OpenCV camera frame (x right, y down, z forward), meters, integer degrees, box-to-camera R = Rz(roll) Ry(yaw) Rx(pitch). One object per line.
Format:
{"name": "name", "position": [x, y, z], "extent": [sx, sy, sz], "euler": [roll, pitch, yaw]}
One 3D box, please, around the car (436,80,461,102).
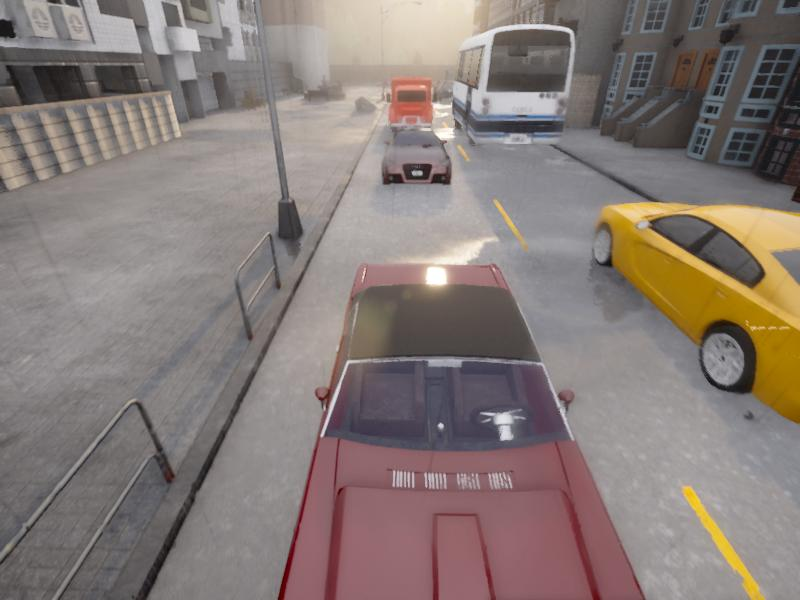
{"name": "car", "position": [4.861, -21.362, 40.716], "extent": [2.097, 1.767, 4.553], "euler": [0, 30, 1]}

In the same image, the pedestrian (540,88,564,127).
{"name": "pedestrian", "position": [8.379, -10.646, 22.091], "extent": [0.751, 1.860, 0.751], "euler": [16, 34, 25]}

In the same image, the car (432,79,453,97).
{"name": "car", "position": [4.874, -24.784, 46.726], "extent": [2.033, 1.649, 4.856], "euler": [1, 30, 1]}

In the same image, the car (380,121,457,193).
{"name": "car", "position": [0.468, -4.615, 12.523], "extent": [1.994, 1.385, 4.181], "euler": [0, 30, 0]}

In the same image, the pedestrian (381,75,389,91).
{"name": "pedestrian", "position": [-1.940, -28.921, 53.307], "extent": [0.751, 1.860, 0.751], "euler": [17, 34, 27]}

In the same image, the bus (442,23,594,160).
{"name": "bus", "position": [4.401, -9.748, 18.448], "extent": [3.944, 4.253, 10.273], "euler": [1, 31, 1]}

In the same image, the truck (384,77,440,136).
{"name": "truck", "position": [0.604, -10.594, 21.650], "extent": [2.627, 2.467, 5.204], "euler": [0, 30, 1]}

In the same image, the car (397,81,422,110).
{"name": "car", "position": [0.750, -16.792, 32.809], "extent": [1.905, 1.878, 3.866], "euler": [0, 30, 1]}

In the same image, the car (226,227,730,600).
{"name": "car", "position": [0.322, 0.861, 3.242], "extent": [1.895, 1.301, 4.718], "euler": [1, 30, 1]}

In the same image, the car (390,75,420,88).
{"name": "car", "position": [0.781, -34.710, 63.514], "extent": [4.553, 1.767, 2.097], "euler": [0, 30, 1]}

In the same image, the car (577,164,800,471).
{"name": "car", "position": [4.357, -0.445, 5.234], "extent": [1.882, 1.535, 5.008], "euler": [0, 31, 1]}
